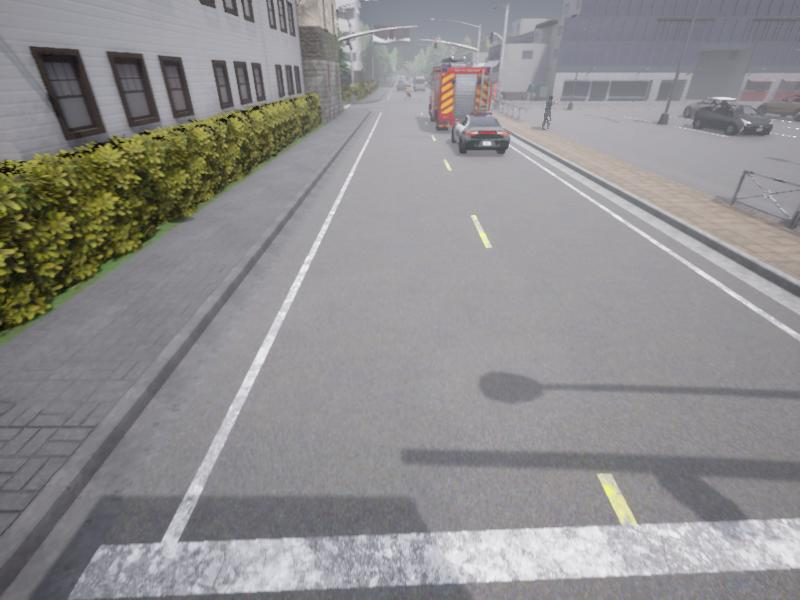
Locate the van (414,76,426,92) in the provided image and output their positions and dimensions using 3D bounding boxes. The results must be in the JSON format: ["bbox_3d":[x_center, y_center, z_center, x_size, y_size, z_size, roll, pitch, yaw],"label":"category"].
[{"bbox_3d":[3.713,-41.439,76.686,1.988,2.561,5.915,0,30,0],"label":"van"}]

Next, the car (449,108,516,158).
[{"bbox_3d":[3.568,-7.775,18.348,2.038,1.542,4.974,0,29,0],"label":"car"}]

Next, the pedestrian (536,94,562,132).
[{"bbox_3d":[8.407,-10.579,22.608,0.751,1.860,0.751,-23,37,-34],"label":"pedestrian"}]

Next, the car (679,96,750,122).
[{"bbox_3d":[22.660,-13.901,29.054,1.970,1.475,3.806,0,30,0],"label":"car"}]

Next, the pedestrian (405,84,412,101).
[{"bbox_3d":[1.110,-26.321,50.688,0.751,1.860,0.751,7,30,12],"label":"pedestrian"}]

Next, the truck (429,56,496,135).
[{"bbox_3d":[3.593,-13.169,25.541,2.891,3.827,8.468,0,30,0],"label":"truck"}]

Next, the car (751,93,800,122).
[{"bbox_3d":[29.077,-14.128,29.302,2.152,1.636,5.027,0,30,0],"label":"car"}]

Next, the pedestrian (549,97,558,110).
[{"bbox_3d":[14.625,-18.764,38.185,0.500,1.100,0.500,0,30,0],"label":"pedestrian"}]

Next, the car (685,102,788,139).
[{"bbox_3d":[19.002,-10.368,22.951,2.007,1.523,4.514,0,30,0],"label":"car"}]
